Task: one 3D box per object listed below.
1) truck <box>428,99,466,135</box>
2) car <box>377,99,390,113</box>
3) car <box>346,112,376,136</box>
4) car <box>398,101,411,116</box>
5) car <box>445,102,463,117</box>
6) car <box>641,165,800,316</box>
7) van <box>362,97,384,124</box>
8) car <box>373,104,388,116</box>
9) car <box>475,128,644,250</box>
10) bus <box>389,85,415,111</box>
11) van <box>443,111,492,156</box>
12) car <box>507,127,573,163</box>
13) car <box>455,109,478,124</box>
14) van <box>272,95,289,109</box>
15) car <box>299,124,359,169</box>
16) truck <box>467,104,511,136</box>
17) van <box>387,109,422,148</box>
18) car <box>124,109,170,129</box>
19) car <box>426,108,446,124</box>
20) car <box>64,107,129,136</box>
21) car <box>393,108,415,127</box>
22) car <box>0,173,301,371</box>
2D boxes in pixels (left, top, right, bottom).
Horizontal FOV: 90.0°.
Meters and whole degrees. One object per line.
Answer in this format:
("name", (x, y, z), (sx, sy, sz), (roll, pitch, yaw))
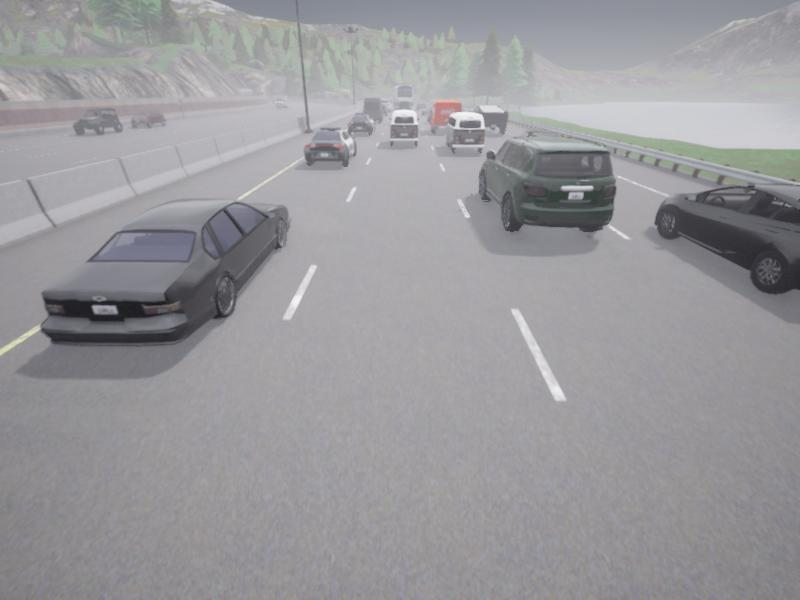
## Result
("truck", (3.868, -15.742, 34.302), (2.627, 2.467, 5.204), (0, 28, 0))
("car", (-2.780, -33.402, 68.774), (2.150, 2.045, 5.566), (-1, 27, -1))
("car", (-3.146, -14.728, 33.298), (2.038, 1.542, 4.974), (0, 27, 0))
("car", (0.651, -28.893, 60.253), (1.905, 1.878, 3.866), (0, 27, 0))
("car", (7.613, -27.167, 56.976), (1.932, 1.855, 4.605), (0, 28, 0))
("car", (7.074, -1.465, 7.765), (2.007, 1.525, 4.514), (0, 27, 0))
("van", (-3.003, -21.755, 45.760), (1.988, 2.561, 5.915), (0, 27, 0))
("car", (-2.863, -28.287, 59.464), (2.007, 1.525, 4.514), (0, 27, 0))
("car", (3.613, -3.255, 10.626), (2.150, 2.045, 5.566), (0, 27, 0))
("bus", (0.311, -38.769, 76.732), (3.944, 4.253, 10.273), (-2, 28, -5))
("van", (3.744, -9.767, 23.209), (2.069, 2.038, 4.480), (0, 28, 0))
("car", (7.219, -8.296, 21.195), (1.895, 1.301, 4.718), (0, 27, 0))
("car", (7.487, -20.934, 45.579), (1.895, 1.301, 4.718), (0, 27, 0))
("van", (-24.819, -41.167, 83.214), (2.351, 2.431, 6.366), (-3, 28, -7))
("car", (-3.295, -7.681, 19.698), (2.038, 1.542, 4.974), (0, 27, 0))
("truck", (7.363, -15.324, 33.880), (2.390, 2.098, 6.274), (0, 27, 0))
("van", (0.275, -11.275, 26.099), (2.069, 2.038, 4.480), (0, 27, 0))
("car", (-24.093, -17.381, 38.287), (1.789, 1.549, 3.705), (0, 27, 0))
("car", (3.981, -20.743, 44.999), (1.816, 1.474, 4.193), (0, 27, 0))
("car", (-24.161, -14.340, 32.052), (1.905, 1.878, 3.866), (0, 27, 0))
("car", (0.441, -18.859, 41.306), (2.128, 1.511, 4.902), (0, 27, 0))
("car", (-3.433, -0.992, 6.942), (2.033, 1.411, 5.357), (0, 27, 0))
